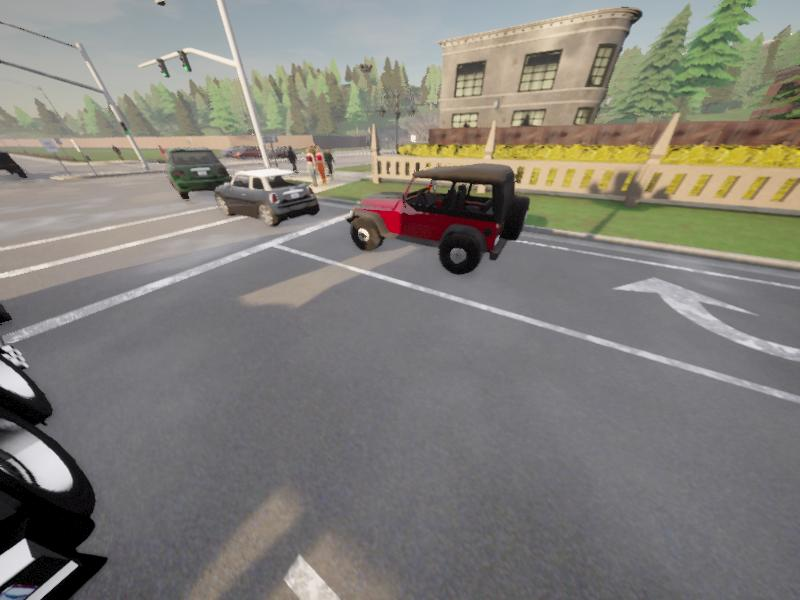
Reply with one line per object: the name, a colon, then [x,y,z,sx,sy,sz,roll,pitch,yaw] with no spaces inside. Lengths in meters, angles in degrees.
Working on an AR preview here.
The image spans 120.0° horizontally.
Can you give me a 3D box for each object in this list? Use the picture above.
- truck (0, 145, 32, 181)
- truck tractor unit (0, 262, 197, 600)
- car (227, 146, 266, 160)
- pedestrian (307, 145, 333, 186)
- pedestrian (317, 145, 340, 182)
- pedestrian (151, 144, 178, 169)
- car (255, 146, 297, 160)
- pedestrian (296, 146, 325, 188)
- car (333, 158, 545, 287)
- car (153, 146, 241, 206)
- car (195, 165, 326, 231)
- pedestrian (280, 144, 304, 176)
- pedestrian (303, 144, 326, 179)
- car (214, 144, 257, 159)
truck: [-31.058,-10.329,17.273,6.274,2.098,2.390,18,39,25]
truck tractor unit: [-5.109,-0.302,0.789,6.516,4.208,3.053,18,39,24]
car: [-21.943,-21.217,33.285,1.851,1.617,3.988,19,39,25]
pedestrian: [-4.349,-7.371,12.703,0.751,1.860,0.751,8,36,12]
pedestrian: [-4.339,-8.351,14.111,0.751,1.860,0.751,-30,44,-35]
pedestrian: [-21.398,-13.048,21.004,0.751,1.860,0.751,6,35,8]
car: [-17.793,-21.242,33.397,2.163,1.488,4.792,19,39,25]
pedestrian: [-4.658,-6.991,12.158,0.751,1.860,0.751,12,37,17]
car: [0.733,-2.033,5.268,3.866,1.878,1.905,18,39,25]
car: [-10.295,-6.472,11.605,2.150,2.045,5.566,-28,43,-34]
car: [-4.858,-3.764,8.165,3.806,1.475,1.970,19,39,26]
pedestrian: [-7.467,-9.679,15.994,0.751,1.860,0.751,19,39,25]
pedestrian: [-5.459,-8.870,14.799,0.751,1.860,0.751,22,40,28]
car: [-24.774,-22.470,34.946,2.097,1.767,4.553,19,39,25]
